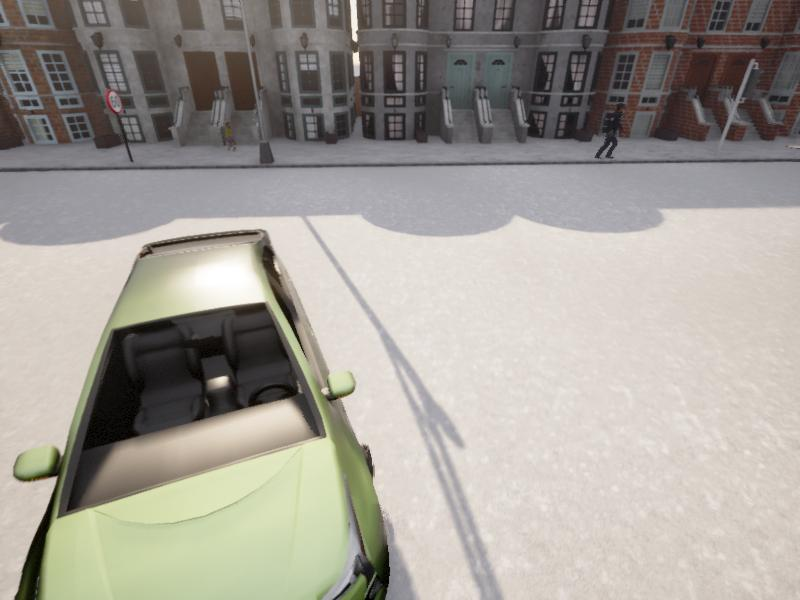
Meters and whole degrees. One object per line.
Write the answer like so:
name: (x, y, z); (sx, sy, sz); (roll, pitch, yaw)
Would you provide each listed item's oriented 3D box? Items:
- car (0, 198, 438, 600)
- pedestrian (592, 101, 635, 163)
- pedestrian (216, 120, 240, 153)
car: (-1.616, 0.565, 3.516); (2.007, 1.525, 4.514); (-11, 32, -19)
pedestrian: (7.329, -5.777, 13.772); (0.751, 1.860, 0.751); (21, 36, 31)
pedestrian: (-6.611, -6.302, 15.413); (0.500, 1.100, 0.500); (3, 31, 6)
